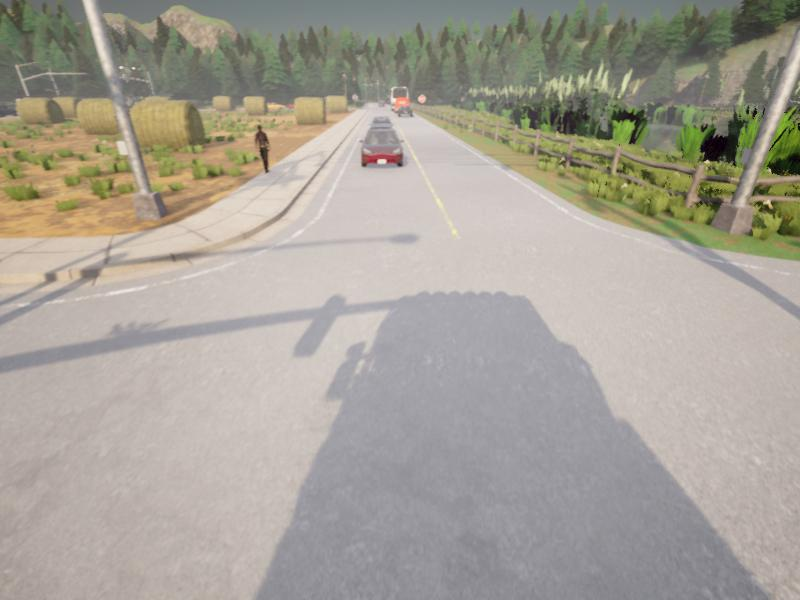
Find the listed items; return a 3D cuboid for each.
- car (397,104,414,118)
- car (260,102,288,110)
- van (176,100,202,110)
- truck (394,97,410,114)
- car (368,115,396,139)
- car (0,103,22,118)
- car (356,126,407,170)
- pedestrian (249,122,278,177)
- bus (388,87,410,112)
[{"bbox_3d":[0.766,-28.374,59.914,2.152,1.651,5.027,-1,27,-2],"label":"car"},{"bbox_3d":[-27.204,-41.984,86.633,5.366,1.575,1.801,-2,27,-5],"label":"car"},{"bbox_3d":[-46.510,-42.968,88.134,4.442,1.987,1.775,-2,27,-5],"label":"van"},{"bbox_3d":[0.304,-33.957,69.829,2.627,2.467,5.204,-1,27,-2],"label":"truck"},{"bbox_3d":[-1.460,-13.938,32.105,2.033,1.411,5.357,-1,27,-2],"label":"car"},{"bbox_3d":[-58.996,-27.982,59.119,1.932,1.855,4.605,-3,27,-5],"label":"car"},{"bbox_3d":[-0.888,-7.566,19.622,2.163,1.488,4.792,-1,27,-2],"label":"car"},{"bbox_3d":[-5.244,-5.794,15.395,0.751,1.860,0.751,-8,28,-15],"label":"pedestrian"},{"bbox_3d":[-0.330,-40.496,80.586,3.944,4.253,10.273,-1,27,-2],"label":"bus"}]
